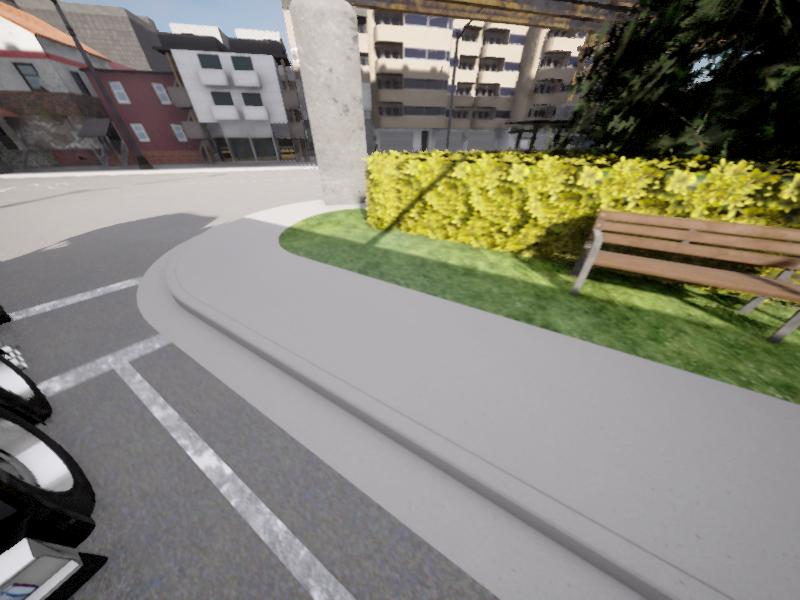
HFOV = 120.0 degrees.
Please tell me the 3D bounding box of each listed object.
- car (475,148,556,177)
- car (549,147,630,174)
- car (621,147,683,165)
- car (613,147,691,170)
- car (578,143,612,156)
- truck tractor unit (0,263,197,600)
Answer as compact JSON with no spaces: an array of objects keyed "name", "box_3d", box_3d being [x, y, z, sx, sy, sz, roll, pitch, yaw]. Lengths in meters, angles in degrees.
[{"name":"car","box_3d":[8.707,-10.578,17.688,5.238,1.638,1.930,-9,36,-12]},{"name":"car","box_3d":[15.514,-11.598,19.108,5.027,1.651,2.152,-9,36,-12]},{"name":"car","box_3d":[26.591,-15.300,24.482,4.674,1.442,1.812,-7,35,-10]},{"name":"car","box_3d":[22.371,-12.622,20.597,4.974,1.542,2.038,-9,36,-12]},{"name":"car","box_3d":[31.002,-24.054,36.892,2.038,1.542,4.974,6,35,9]},{"name":"truck tractor unit","box_3d":[-5.111,-0.299,0.785,6.516,4.208,3.053,18,39,24]}]
